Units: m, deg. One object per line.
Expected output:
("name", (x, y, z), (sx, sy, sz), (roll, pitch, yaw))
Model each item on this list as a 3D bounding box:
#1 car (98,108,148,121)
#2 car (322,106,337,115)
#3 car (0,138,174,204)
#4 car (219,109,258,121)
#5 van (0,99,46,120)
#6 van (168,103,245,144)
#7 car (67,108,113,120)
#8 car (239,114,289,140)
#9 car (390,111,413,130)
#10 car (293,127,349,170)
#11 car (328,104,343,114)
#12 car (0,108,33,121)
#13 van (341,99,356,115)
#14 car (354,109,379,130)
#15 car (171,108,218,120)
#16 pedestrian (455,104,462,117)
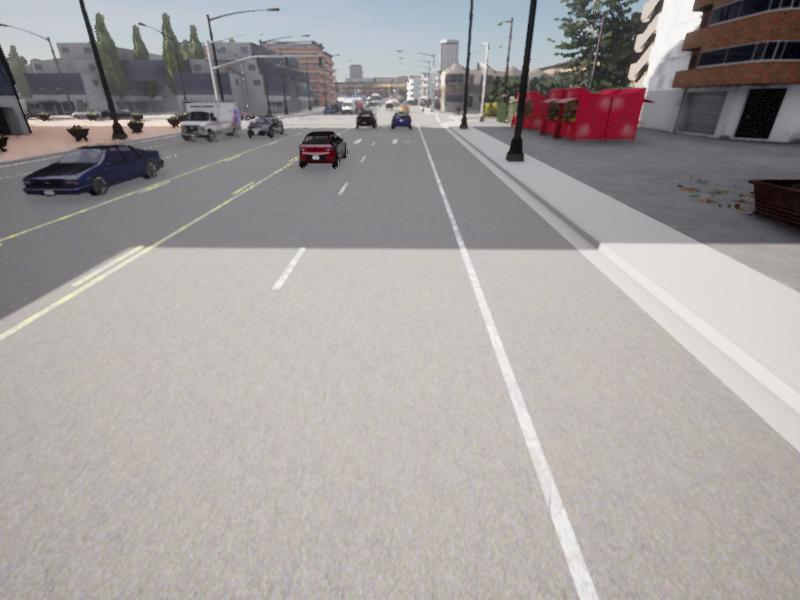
("car", (-36.570, -24.545, 52.868), (5.008, 1.535, 1.882), (1, 26, 1))
("car", (-13.196, -35.593, 75.047), (1.816, 1.474, 4.193), (0, 27, 1))
("car", (-10.768, -4.854, 14.516), (2.033, 1.411, 5.357), (0, 27, 1))
("car", (-21.150, -24.337, 52.635), (4.181, 1.385, 1.994), (0, 26, 0))
("van", (-54.071, -27.095, 56.837), (5.915, 2.561, 1.988), (6, 27, 12))
("van", (-14.007, -13.234, 29.657), (2.351, 2.431, 6.366), (0, 27, 1))
("car", (-43.471, -26.136, 56.168), (4.514, 1.525, 2.007), (1, 26, 1))
("car", (-10.472, -13.588, 31.342), (2.128, 1.511, 4.902), (0, 27, 1))
("car", (0.186, -18.066, 40.113), (2.163, 1.488, 4.792), (0, 27, 1))
("car", (-3.681, -7.428, 19.416), (1.816, 1.474, 4.193), (0, 27, 1))
("car", (-13.076, -38.810, 81.228), (1.930, 1.638, 5.238), (0, 28, 1))
("car", (-51.753, -24.496, 52.836), (4.193, 1.474, 1.816), (-3, 27, -7))
("van", (-9.675, -36.375, 75.410), (1.988, 2.561, 5.915), (0, 27, 1))
("car", (-3.302, -18.248, 40.305), (1.930, 1.638, 5.238), (0, 27, 1))
("car", (-28.643, -25.964, 55.865), (5.357, 1.411, 2.033), (1, 26, 1))
("pedestrian", (9.230, -29.959, 63.325), (0.751, 1.860, 0.751), (-3, 27, -6))
